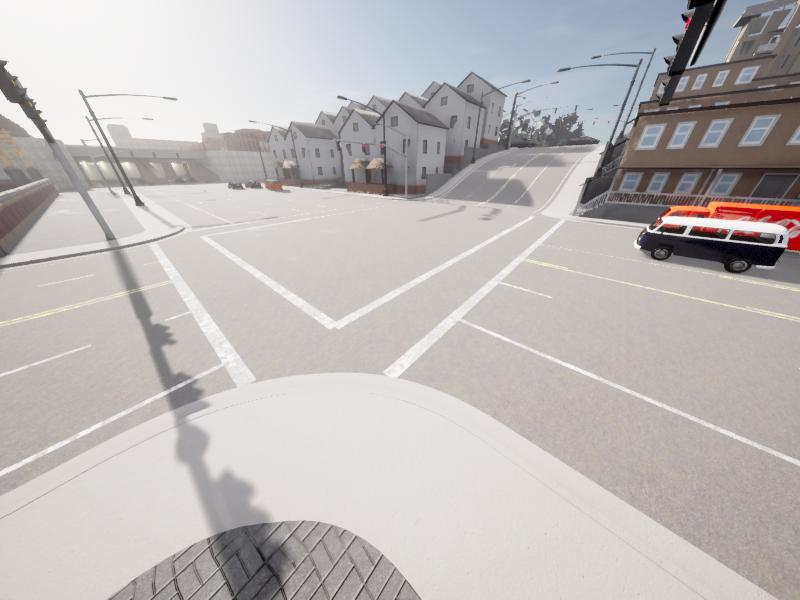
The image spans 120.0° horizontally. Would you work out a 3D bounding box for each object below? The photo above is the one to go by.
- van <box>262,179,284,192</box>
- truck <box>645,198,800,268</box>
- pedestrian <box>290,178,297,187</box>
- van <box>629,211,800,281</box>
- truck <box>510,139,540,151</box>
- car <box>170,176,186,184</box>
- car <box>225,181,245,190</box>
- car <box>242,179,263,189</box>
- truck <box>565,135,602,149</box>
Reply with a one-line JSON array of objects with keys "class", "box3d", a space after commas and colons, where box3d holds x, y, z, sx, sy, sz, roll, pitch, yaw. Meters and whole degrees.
[{"class": "van", "box3d": [-25.001, -22.599, 45.463, 4.442, 1.987, 1.775, 24, 38, 35]}, {"class": "truck", "box3d": [17.589, -3.927, 12.639, 5.204, 2.467, 2.627, 25, 38, 36]}, {"class": "pedestrian", "box3d": [-24.091, -26.532, 52.048, 0.751, 1.860, 0.751, 7, 31, 13]}, {"class": "van", "box3d": [14.563, -2.824, 11.159, 4.480, 2.038, 2.069, 24, 38, 35]}, {"class": "truck", "box3d": [32.871, -40.959, 61.147, 6.274, 2.098, 2.390, 24, 38, 35]}, {"class": "car", "box3d": [-64.004, -34.572, 66.548, 5.238, 1.638, 1.930, 23, 37, 34]}, {"class": "car", "box3d": [-35.336, -24.596, 49.454, 4.514, 1.525, 2.007, 24, 38, 35]}, {"class": "car", "box3d": [-32.884, -25.887, 51.600, 4.611, 1.667, 2.242, 24, 38, 35]}, {"class": "truck", "box3d": [42.617, -36.689, 53.752, 6.274, 2.098, 2.390, 24, 38, 35]}]
